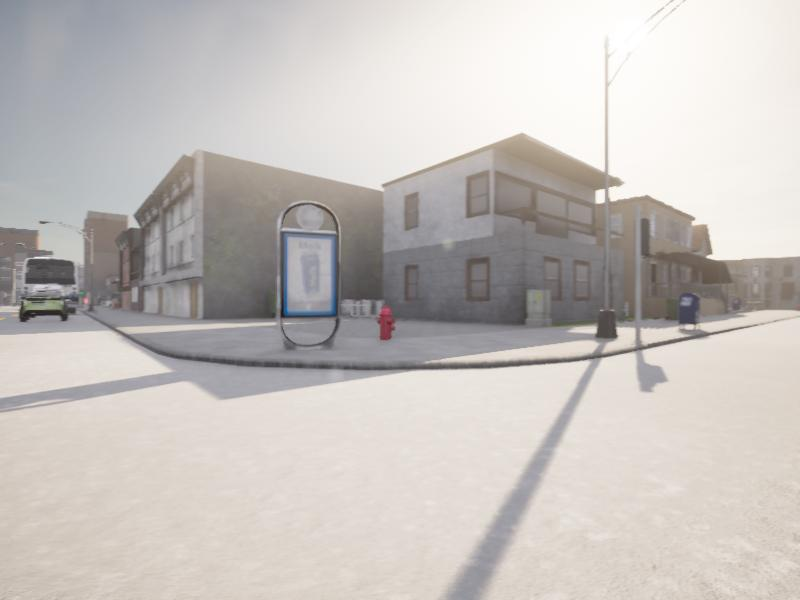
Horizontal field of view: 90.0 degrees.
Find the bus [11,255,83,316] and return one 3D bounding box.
[{"bbox_3d":[-28.829,-1.002,32.982,3.944,4.253,10.273,0,0,-40],"label":"bus"}]

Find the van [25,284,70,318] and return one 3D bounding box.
[{"bbox_3d":[-22.869,0.077,26.081,2.069,2.038,4.480,0,0,-40],"label":"van"}]

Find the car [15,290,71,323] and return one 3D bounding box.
[{"bbox_3d":[-18.574,0.314,20.959,2.007,1.525,4.514,0,0,-40],"label":"car"}]
